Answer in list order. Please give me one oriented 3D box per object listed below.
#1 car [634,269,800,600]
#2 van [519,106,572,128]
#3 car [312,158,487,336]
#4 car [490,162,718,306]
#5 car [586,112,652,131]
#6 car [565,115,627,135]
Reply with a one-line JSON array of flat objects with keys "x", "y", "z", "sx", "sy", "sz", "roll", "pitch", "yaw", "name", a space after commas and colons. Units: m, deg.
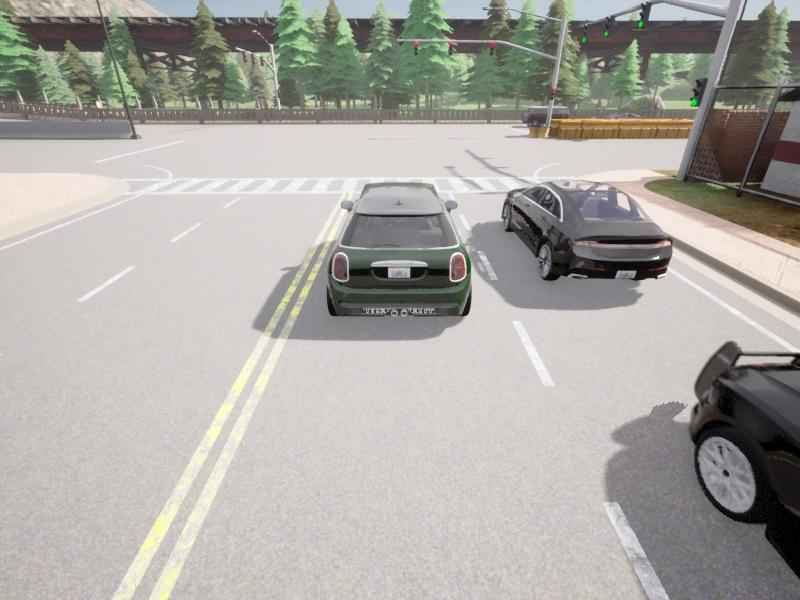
[{"x": 3.501, "y": 1.645, "z": 1.620, "sx": 1.930, "sy": 1.638, "sz": 5.238, "roll": 0, "pitch": 27, "yaw": 0, "name": "car"}, {"x": 14.743, "y": -18.665, "z": 40.788, "sx": 4.442, "sy": 1.987, "sz": 1.775, "roll": -1, "pitch": 27, "yaw": -2, "name": "van"}, {"x": -0.013, "y": -1.317, "z": 7.219, "sx": 2.097, "sy": 1.767, "sz": 4.553, "roll": 0, "pitch": 27, "yaw": 0, "name": "car"}, {"x": 3.489, "y": -1.694, "z": 8.262, "sx": 2.128, "sy": 1.511, "sz": 4.902, "roll": 0, "pitch": 27, "yaw": 0, "name": "car"}, {"x": 20.690, "y": -16.943, "z": 37.957, "sx": 4.902, "sy": 1.511, "sz": 2.128, "roll": -1, "pitch": 27, "yaw": -2, "name": "car"}, {"x": 16.946, "y": -15.223, "z": 34.764, "sx": 4.181, "sy": 1.385, "sz": 1.994, "roll": -1, "pitch": 27, "yaw": -2, "name": "car"}]
